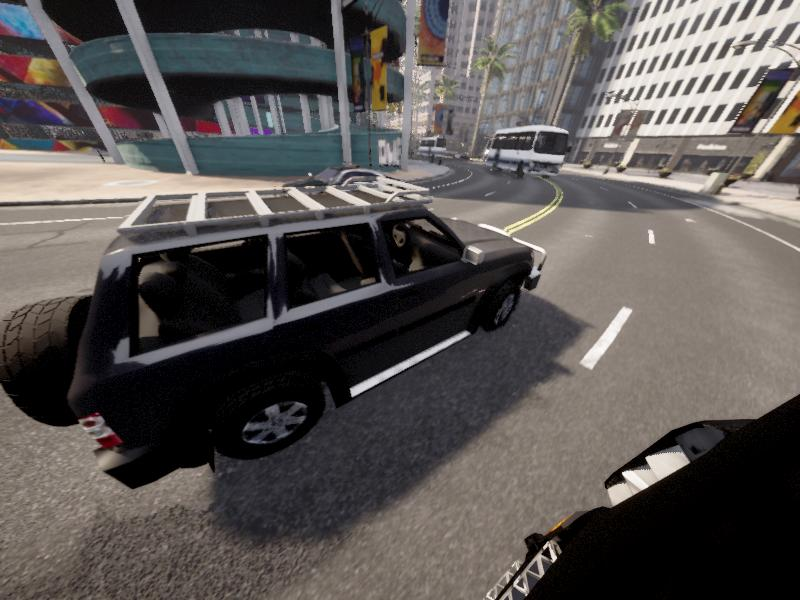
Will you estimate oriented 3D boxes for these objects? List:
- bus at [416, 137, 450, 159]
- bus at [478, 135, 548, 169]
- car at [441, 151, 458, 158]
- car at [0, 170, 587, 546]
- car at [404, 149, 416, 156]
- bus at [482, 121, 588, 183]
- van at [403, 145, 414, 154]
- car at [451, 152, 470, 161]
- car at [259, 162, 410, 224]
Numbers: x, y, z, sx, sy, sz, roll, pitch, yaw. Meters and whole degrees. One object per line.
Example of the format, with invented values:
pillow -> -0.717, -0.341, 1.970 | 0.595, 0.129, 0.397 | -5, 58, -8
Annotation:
bus -> 8.059, -38.862, 58.959 | 3.944, 4.253, 10.273 | -9, 35, -17
bus -> 18.626, -25.447, 39.579 | 3.944, 4.253, 10.273 | -10, 35, -19
car -> 13.592, -39.994, 63.507 | 2.231, 1.521, 4.892 | -9, 35, -17
car -> -0.333, -0.331, 2.707 | 4.605, 1.855, 1.932 | -19, 40, -29
car -> 2.995, -46.255, 72.329 | 2.152, 1.651, 5.027 | -9, 35, -17
bus -> 12.966, -15.488, 24.252 | 3.944, 4.253, 10.273 | 1, 34, -6
van -> 2.982, -52.915, 81.198 | 1.988, 2.561, 5.915 | -9, 35, -17
car -> 14.104, -33.768, 54.207 | 2.038, 1.542, 4.974 | -9, 35, -17
car -> -2.182, -4.339, 8.907 | 4.974, 1.542, 2.038 | -24, 42, -34
